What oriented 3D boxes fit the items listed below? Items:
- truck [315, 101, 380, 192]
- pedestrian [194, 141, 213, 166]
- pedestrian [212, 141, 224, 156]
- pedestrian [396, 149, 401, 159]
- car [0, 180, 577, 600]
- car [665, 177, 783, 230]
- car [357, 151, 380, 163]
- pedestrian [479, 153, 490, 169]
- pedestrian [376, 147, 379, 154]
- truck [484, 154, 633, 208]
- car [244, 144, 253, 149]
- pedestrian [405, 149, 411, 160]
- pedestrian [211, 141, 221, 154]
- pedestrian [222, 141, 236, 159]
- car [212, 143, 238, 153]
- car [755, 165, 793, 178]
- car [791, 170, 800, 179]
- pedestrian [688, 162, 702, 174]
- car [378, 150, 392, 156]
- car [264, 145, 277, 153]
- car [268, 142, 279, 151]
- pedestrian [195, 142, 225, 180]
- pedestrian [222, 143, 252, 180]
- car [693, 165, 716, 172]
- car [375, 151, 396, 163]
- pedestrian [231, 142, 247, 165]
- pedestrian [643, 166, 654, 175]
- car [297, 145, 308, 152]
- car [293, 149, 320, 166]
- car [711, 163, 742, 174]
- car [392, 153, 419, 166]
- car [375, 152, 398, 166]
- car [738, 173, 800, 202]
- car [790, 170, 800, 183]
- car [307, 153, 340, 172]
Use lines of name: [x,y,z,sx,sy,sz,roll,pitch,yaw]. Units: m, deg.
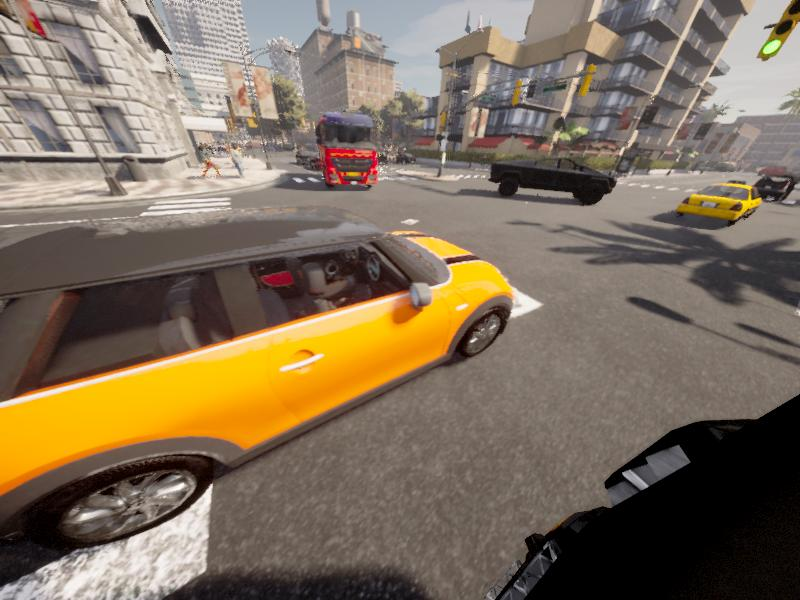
truck: [-3.781,-9.975,15.383,2.891,3.827,8.468,-8,35,-16]
pedestrian: [-17.620,-13.194,20.772,0.751,1.860,0.751,-18,39,-28]
pedestrian: [-26.123,-21.754,33.170,0.751,1.860,0.751,-10,35,-18]
pedestrian: [-0.291,-30.670,48.484,0.751,1.860,0.751,-8,35,-16]
car: [-0.718,-0.151,2.531,4.553,1.767,2.097,-17,38,-27]
car: [14.546,-4.475,10.342,5.366,1.575,1.801,-16,38,-26]
car: [-5.246,-23.889,38.477,2.007,1.525,4.514,-17,38,-27]
pedestrian: [11.769,-19.486,32.350,0.751,1.860,0.751,-17,38,-27]
pedestrian: [-7.421,-48.620,75.224,0.751,1.860,0.751,-17,38,-27]
truck: [8.458,-6.998,13.275,6.274,2.098,2.390,16,35,19]
car: [-48.300,-48.885,73.623,1.895,1.301,4.718,-17,38,-27]
pedestrian: [1.597,-29.117,46.258,0.751,1.860,0.751,-16,38,-26]
pedestrian: [-33.779,-28.043,42.459,0.751,1.860,0.751,-23,41,-33]
pedestrian: [-21.347,-18.687,28.847,0.751,1.860,0.751,-22,41,-33]
car: [-35.769,-31.078,47.318,3.806,1.475,1.970,-15,37,-24]
car: [81.460,-28.164,50.493,2.150,2.045,5.566,23,39,28]
car: [82.056,-25.219,46.494,1.789,1.549,3.705,23,39,28]
pedestrian: [56.530,-25.290,44.250,0.751,1.860,0.751,-17,38,-27]
car: [-4.430,-42.996,67.519,3.633,1.501,1.845,-17,38,-27]
car: [-30.622,-35.687,54.612,1.882,1.535,5.008,-17,38,-27]
car: [-39.892,-48.444,72.861,2.150,2.045,5.566,-17,38,-27]
pedestrian: [-11.101,-8.125,13.531,0.751,1.860,0.751,-21,40,-31]
pedestrian: [-9.961,-8.508,14.192,0.751,1.860,0.751,5,33,3]
car: [81.371,-35.211,61.844,1.895,1.301,4.718,18,36,22]
car: [-2.581,-25.147,40.497,1.851,1.617,3.988,-17,38,-27]
pedestrian: [-15.496,-14.097,22.288,0.751,1.860,0.751,-18,39,-29]
pedestrian: [37.402,-19.457,34.770,0.500,1.100,0.500,-14,37,-24]
car: [-31.305,-48.659,74.205,1.801,1.575,5.366,-17,38,-27]
car: [-11.592,-17.611,28.544,1.837,1.490,4.892,-17,38,-27]
car: [84.074,-34.067,59.631,2.150,2.045,5.566,18,36,22]
car: [0.688,-21.993,36.041,1.837,1.490,4.892,-17,38,-27]
car: [-2.059,-20.884,34.114,1.789,1.549,3.705,-17,38,-27]
car: [27.957,-8.483,17.328,3.988,1.617,1.851,-15,37,-25]
car: [67.111,-20.241,37.938,4.611,1.667,2.242,-22,41,-32]
car: [-7.794,-13.948,23.363,1.994,1.385,4.181,-15,37,-25]
